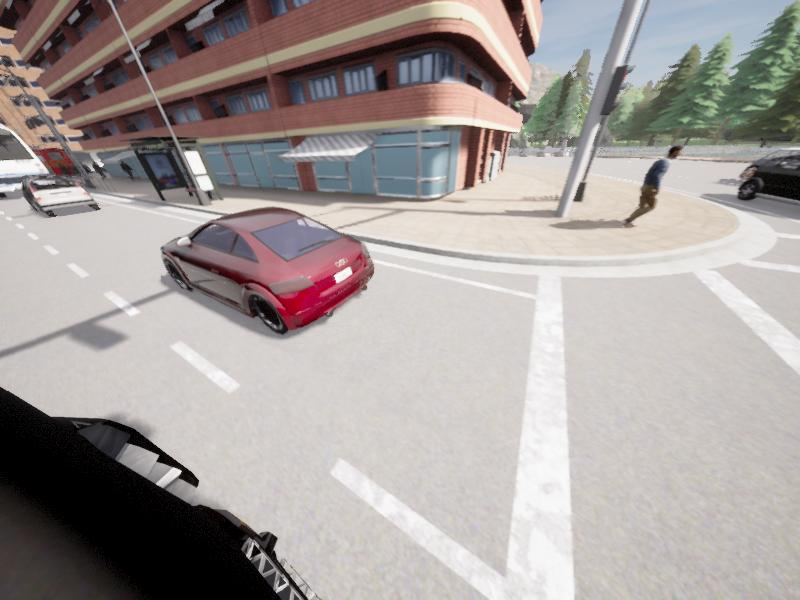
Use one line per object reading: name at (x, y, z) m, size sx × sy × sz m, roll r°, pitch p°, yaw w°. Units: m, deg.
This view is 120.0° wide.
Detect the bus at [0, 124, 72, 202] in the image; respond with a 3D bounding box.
bus at (-30.643, -10.247, 17.347) m, size 10.273 × 4.253 × 3.944 m, roll 17°, pitch 38°, yaw 26°

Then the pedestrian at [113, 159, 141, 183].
pedestrian at (-25.433, -12.039, 21.552) m, size 0.751 × 1.860 × 0.751 m, roll 16°, pitch 38°, yaw 25°

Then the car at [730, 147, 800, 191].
car at (17.724, -5.615, 9.856) m, size 1.970 × 1.475 × 3.806 m, roll 4°, pitch 34°, yaw 9°

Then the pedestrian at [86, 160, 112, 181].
pedestrian at (-31.777, -13.690, 24.415) m, size 0.751 × 1.860 × 0.751 m, roll 13°, pitch 37°, yaw 21°

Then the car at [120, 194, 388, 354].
car at (-2.556, -0.903, 4.219) m, size 4.181 × 1.385 × 1.994 m, roll 16°, pitch 38°, yaw 26°

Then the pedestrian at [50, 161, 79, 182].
pedestrian at (-35.986, -13.783, 24.810) m, size 0.751 × 1.860 × 0.751 m, roll 9°, pitch 35°, yaw 17°

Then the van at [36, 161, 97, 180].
van at (-48.421, -18.942, 33.681) m, size 1.775 × 1.987 × 4.442 m, roll 15°, pitch 38°, yaw 27°

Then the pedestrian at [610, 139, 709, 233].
pedestrian at (5.946, -2.656, 5.465) m, size 0.751 × 1.860 × 0.751 m, roll 16°, pitch 38°, yaw 25°

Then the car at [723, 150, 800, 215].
car at (13.082, -3.589, 7.029) m, size 1.789 × 1.549 × 3.705 m, roll 9°, pitch 35°, yaw 16°

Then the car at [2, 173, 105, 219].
car at (-17.128, -5.277, 11.451) m, size 3.988 × 1.617 × 1.851 m, roll 16°, pitch 38°, yaw 26°

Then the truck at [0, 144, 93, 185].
truck at (-45.613, -17.323, 29.236) m, size 2.891 × 3.827 × 8.468 m, roll -10°, pitch 35°, yaw -11°

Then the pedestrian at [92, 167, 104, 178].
pedestrian at (-37.368, -15.783, 28.580) m, size 0.500 × 1.100 × 0.500 m, roll 25°, pitch 42°, yaw 35°
